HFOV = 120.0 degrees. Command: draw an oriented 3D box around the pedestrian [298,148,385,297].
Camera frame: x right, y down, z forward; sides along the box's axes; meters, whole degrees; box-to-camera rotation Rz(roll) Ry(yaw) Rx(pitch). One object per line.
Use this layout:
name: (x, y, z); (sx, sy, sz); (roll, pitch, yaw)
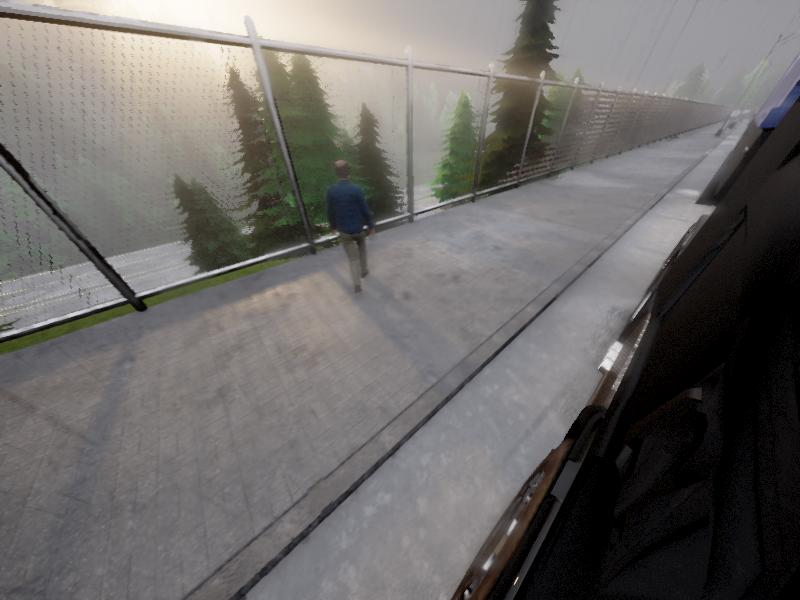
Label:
pedestrian: (-0.677, -1.026, 3.311); (0.751, 1.860, 0.751); (-2, 37, 0)

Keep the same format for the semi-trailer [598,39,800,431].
semi-trailer: (8.693, -3.607, 4.235); (14.254, 4.402, 2.717); (-28, 44, -30)

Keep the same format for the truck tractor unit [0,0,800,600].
truck tractor unit: (2.645, -0.295, 0.351); (6.516, 4.208, 3.053); (-28, 44, -30)
